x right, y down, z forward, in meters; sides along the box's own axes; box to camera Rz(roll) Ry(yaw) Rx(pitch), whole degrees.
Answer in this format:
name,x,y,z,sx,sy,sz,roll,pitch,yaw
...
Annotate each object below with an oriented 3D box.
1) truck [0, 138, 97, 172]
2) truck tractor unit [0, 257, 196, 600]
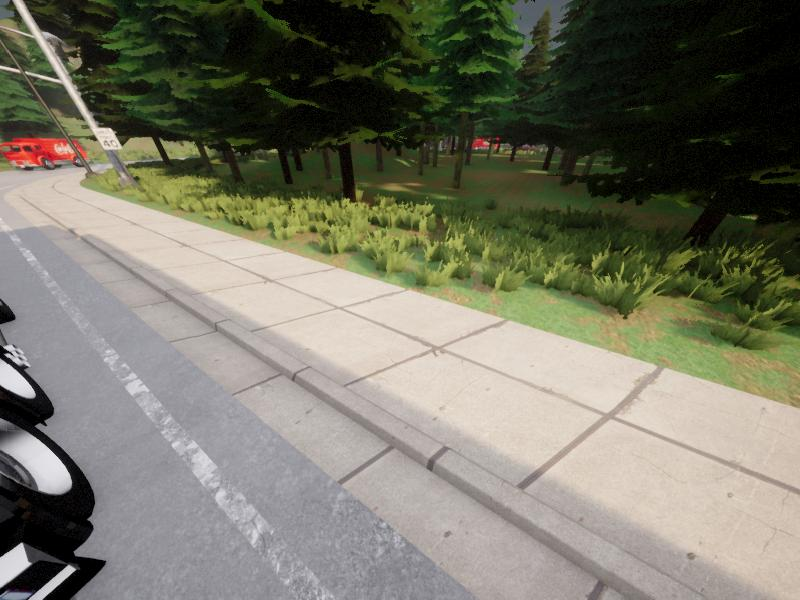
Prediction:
name,x,y,z,sx,sy,sz,roll,pitch,yaw
truck,-34.073,-14.065,22.268,2.627,2.467,5.204,-5,35,-6
truck tractor unit,-5.099,-0.312,0.797,6.516,4.208,3.053,19,39,25
